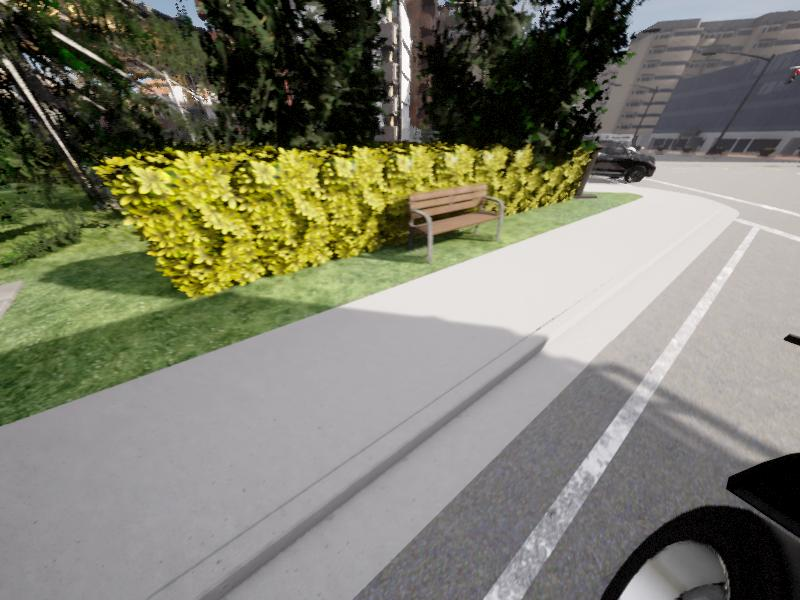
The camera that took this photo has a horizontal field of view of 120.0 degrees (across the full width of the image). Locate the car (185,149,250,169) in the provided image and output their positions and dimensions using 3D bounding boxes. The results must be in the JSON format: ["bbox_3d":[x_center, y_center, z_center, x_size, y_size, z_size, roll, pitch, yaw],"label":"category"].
[{"bbox_3d":[-17.055,-13.283,21.759,4.674,1.442,1.812,6,36,10],"label":"car"}]

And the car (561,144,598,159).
[{"bbox_3d":[24.882,-20.776,32.245,2.128,1.511,4.902,6,35,9],"label":"car"}]

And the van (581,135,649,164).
[{"bbox_3d":[23.376,-16.800,25.649,2.351,2.431,6.366,6,35,9],"label":"van"}]

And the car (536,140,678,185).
[{"bbox_3d":[11.732,-8.249,13.750,5.566,2.045,2.150,6,36,9],"label":"car"}]

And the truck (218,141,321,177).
[{"bbox_3d":[-9.585,-10.666,17.385,6.274,2.098,2.390,6,36,10],"label":"truck"}]
